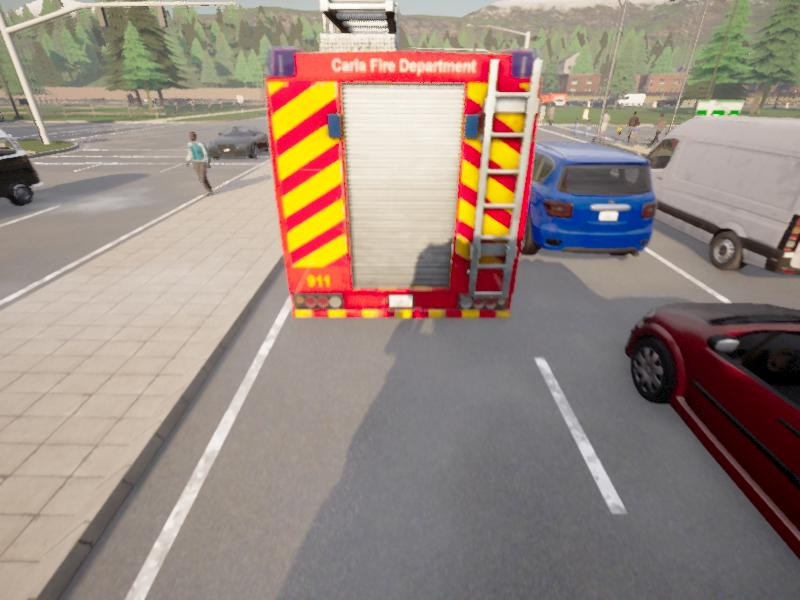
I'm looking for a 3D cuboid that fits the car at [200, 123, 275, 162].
[{"bbox_3d":[-7.933,-7.958,20.043,1.994,1.385,4.181,0,28,0],"label":"car"}]

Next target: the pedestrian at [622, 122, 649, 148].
[{"bbox_3d":[13.155,-9.242,22.412,0.751,1.300,0.751,-1,28,-2],"label":"pedestrian"}]

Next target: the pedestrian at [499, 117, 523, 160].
[{"bbox_3d":[5.350,-7.828,19.370,0.751,1.860,0.751,1,28,1],"label":"pedestrian"}]

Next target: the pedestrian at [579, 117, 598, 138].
[{"bbox_3d":[13.456,-12.293,28.557,0.751,1.300,0.751,-1,28,-2],"label":"pedestrian"}]

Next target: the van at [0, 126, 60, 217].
[{"bbox_3d":[-11.481,-3.006,9.841,2.069,2.038,4.480,0,27,0],"label":"van"}]

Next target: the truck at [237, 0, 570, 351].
[{"bbox_3d":[0.021,-3.010,8.048,2.891,3.827,8.468,0,28,0],"label":"truck"}]

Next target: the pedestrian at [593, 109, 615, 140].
[{"bbox_3d":[13.983,-12.053,27.509,0.751,1.860,0.751,2,28,3],"label":"pedestrian"}]

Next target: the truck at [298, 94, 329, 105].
[{"bbox_3d":[-19.618,-45.490,90.713,6.274,2.098,2.390,0,28,0],"label":"truck"}]

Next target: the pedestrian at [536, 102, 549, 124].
[{"bbox_3d":[13.777,-18.076,38.689,0.751,1.860,0.751,1,28,2],"label":"pedestrian"}]

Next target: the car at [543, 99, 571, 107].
[{"bbox_3d":[33.122,-41.642,84.493,4.974,1.542,2.038,0,28,0],"label":"car"}]

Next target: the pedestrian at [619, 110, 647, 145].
[{"bbox_3d":[13.808,-10.266,23.770,0.751,1.860,0.751,1,28,2],"label":"pedestrian"}]

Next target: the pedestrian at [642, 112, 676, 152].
[{"bbox_3d":[13.663,-8.887,21.137,0.751,1.860,0.751,-6,28,-12],"label":"pedestrian"}]

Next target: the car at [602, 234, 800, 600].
[{"bbox_3d":[3.486,0.938,2.942,1.851,1.617,3.988,0,28,0],"label":"car"}]

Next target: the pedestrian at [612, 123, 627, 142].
[{"bbox_3d":[14.646,-11.209,26.733,0.500,1.100,0.500,1,28,2],"label":"pedestrian"}]

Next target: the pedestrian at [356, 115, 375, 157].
[{"bbox_3d":[-1.723,-8.112,19.837,0.751,1.860,0.751,-6,28,-13],"label":"pedestrian"}]

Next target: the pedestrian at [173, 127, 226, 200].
[{"bbox_3d":[-5.653,-3.867,11.355,0.751,1.860,0.751,0,28,0],"label":"pedestrian"}]

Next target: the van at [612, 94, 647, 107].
[{"bbox_3d":[50.080,-43.588,87.320,5.915,2.561,1.988,0,28,0],"label":"van"}]

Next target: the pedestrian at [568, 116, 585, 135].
[{"bbox_3d":[13.483,-13.351,30.578,0.751,1.300,0.751,1,28,1],"label":"pedestrian"}]

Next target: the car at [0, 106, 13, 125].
[{"bbox_3d":[-39.191,-16.950,36.681,4.974,1.542,2.038,1,28,0],"label":"car"}]

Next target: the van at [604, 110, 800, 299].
[{"bbox_3d":[7.020,-2.527,8.584,1.988,2.561,5.915,0,28,0],"label":"van"}]

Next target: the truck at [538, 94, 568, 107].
[{"bbox_3d":[33.304,-43.656,87.387,5.204,2.467,2.627,0,28,0],"label":"truck"}]

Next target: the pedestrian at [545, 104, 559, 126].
[{"bbox_3d":[14.532,-17.739,38.358,0.751,1.860,0.751,-2,28,-4],"label":"pedestrian"}]

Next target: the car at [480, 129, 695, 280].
[{"bbox_3d":[3.511,-2.568,9.157,2.150,2.045,5.566,0,28,0],"label":"car"}]

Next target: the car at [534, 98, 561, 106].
[{"bbox_3d":[33.319,-44.913,90.680,5.238,1.638,1.930,0,28,0],"label":"car"}]
